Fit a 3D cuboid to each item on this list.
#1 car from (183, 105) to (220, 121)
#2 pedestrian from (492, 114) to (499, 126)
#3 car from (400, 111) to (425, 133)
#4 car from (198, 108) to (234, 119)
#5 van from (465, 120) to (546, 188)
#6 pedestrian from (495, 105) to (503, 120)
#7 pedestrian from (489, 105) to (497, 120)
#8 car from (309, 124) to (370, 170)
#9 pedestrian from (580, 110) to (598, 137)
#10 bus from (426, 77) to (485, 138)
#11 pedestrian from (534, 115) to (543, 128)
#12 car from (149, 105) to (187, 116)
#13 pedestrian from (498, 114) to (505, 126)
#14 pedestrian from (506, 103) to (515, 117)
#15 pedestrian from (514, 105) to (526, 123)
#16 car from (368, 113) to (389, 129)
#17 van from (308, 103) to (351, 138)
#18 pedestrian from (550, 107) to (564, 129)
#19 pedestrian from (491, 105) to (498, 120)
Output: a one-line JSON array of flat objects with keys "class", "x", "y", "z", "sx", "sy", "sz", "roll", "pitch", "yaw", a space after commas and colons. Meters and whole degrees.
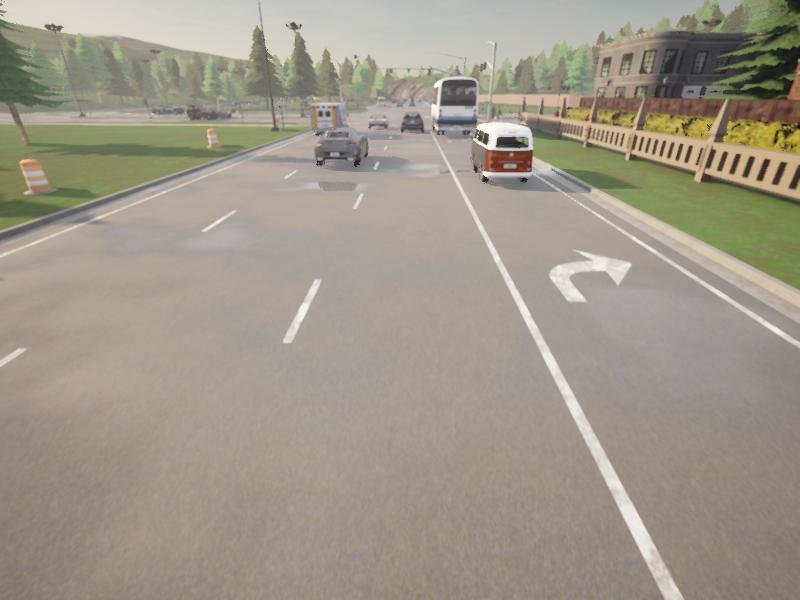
[{"class": "car", "x": -27.091, "y": -25.608, "z": 54.669, "sx": 3.866, "sy": 1.878, "sz": 1.905, "roll": 1, "pitch": 27, "yaw": 2}, {"class": "pedestrian", "x": 10.074, "y": -19.017, "z": 42.220, "sx": 0.500, "sy": 1.100, "sz": 0.500, "roll": -7, "pitch": 28, "yaw": -14}, {"class": "car", "x": 1.204, "y": -17.092, "z": 38.230, "sx": 2.242, "sy": 1.667, "sz": 4.611, "roll": 1, "pitch": 27, "yaw": 1}, {"class": "car", "x": -26.600, "y": -26.964, "z": 57.891, "sx": 4.181, "sy": 1.385, "sz": 1.994, "roll": 1, "pitch": 27, "yaw": 2}, {"class": "van", "x": 4.032, "y": -6.035, "z": 16.211, "sx": 2.069, "sy": 2.038, "sz": 4.480, "roll": 1, "pitch": 27, "yaw": 1}, {"class": "pedestrian", "x": 13.503, "y": -25.647, "z": 54.708, "sx": 0.751, "sy": 1.860, "sz": 0.751, "roll": 1, "pitch": 27, "yaw": 1}, {"class": "pedestrian", "x": 12.735, "y": -25.803, "z": 54.977, "sx": 0.751, "sy": 1.860, "sz": 0.751, "roll": 2, "pitch": 27, "yaw": 4}, {"class": "car", "x": -2.865, "y": -7.848, "z": 20.225, "sx": 2.152, "sy": 1.651, "sz": 5.027, "roll": 1, "pitch": 27, "yaw": 2}, {"class": "pedestrian", "x": 14.465, "y": -13.528, "z": 30.654, "sx": 0.751, "sy": 1.860, "sz": 0.751, "roll": 2, "pitch": 27, "yaw": 3}, {"class": "bus", "x": 4.517, "y": -17.138, "z": 35.484, "sx": 3.944, "sy": 4.253, "sz": 10.273, "roll": 1, "pitch": 27, "yaw": 1}, {"class": "pedestrian", "x": 13.669, "y": -17.602, "z": 39.450, "sx": 0.500, "sy": 1.100, "sz": 0.500, "roll": 0, "pitch": 27, "yaw": -1}, {"class": "car", "x": -39.669, "y": -32.546, "z": 68.516, "sx": 5.238, "sy": 1.638, "sz": 1.930, "roll": 1, "pitch": 27, "yaw": 2}, {"class": "pedestrian", "x": 10.683, "y": -18.950, "z": 42.087, "sx": 0.500, "sy": 1.100, "sz": 0.500, "roll": 3, "pitch": 27, "yaw": 6}, {"class": "pedestrian", "x": 16.250, "y": -27.901, "z": 58.738, "sx": 0.751, "sy": 1.860, "sz": 0.751, "roll": -5, "pitch": 27, "yaw": -9}, {"class": "pedestrian", "x": 13.778, "y": -21.360, "z": 45.960, "sx": 0.751, "sy": 1.860, "sz": 0.751, "roll": -12, "pitch": 29, "yaw": -22}, {"class": "car", "x": -2.188, "y": -18.741, "z": 41.868, "sx": 1.895, "sy": 1.301, "sz": 4.718, "roll": 1, "pitch": 27, "yaw": 1}, {"class": "van", "x": -5.908, "y": -15.564, "z": 34.423, "sx": 2.351, "sy": 2.431, "sz": 6.366, "roll": 1, "pitch": 27, "yaw": 1}, {"class": "pedestrian", "x": 14.938, "y": -17.338, "z": 38.097, "sx": 0.751, "sy": 1.860, "sz": 0.751, "roll": 2, "pitch": 27, "yaw": 4}, {"class": "pedestrian", "x": 13.467, "y": -26.813, "z": 57.205, "sx": 0.751, "sy": 1.860, "sz": 0.751, "roll": 5, "pitch": 28, "yaw": 10}]
